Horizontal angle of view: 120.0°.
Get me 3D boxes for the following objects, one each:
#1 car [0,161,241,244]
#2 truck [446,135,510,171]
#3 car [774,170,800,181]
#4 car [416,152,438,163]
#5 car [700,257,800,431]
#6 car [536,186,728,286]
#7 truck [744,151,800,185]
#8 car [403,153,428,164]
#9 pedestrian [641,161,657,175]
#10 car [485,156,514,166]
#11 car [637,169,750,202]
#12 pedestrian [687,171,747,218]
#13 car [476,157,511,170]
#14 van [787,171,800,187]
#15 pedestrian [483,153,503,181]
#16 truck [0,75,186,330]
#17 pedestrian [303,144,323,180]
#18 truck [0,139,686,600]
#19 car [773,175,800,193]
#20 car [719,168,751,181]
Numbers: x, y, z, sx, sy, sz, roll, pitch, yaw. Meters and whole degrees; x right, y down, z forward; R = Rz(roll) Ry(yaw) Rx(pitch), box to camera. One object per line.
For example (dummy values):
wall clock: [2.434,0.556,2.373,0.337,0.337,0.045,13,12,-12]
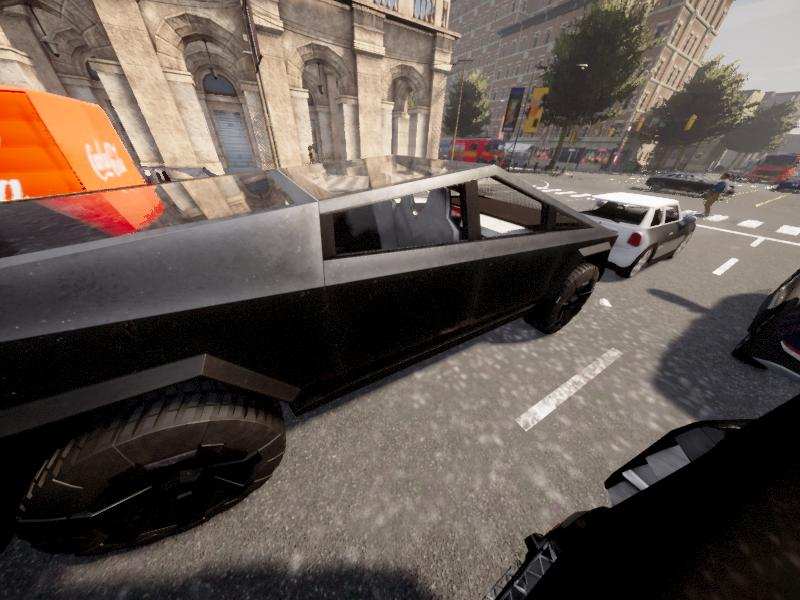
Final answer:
car: [-6.688,-2.798,6.258,3.633,1.501,1.845,-16,38,-26]
truck: [10.718,-21.073,33.046,2.891,3.827,8.468,-16,38,-26]
car: [74.280,-23.883,44.255,5.366,1.575,1.801,-16,38,-26]
car: [4.856,-25.878,41.956,1.970,1.475,3.806,-16,38,-26]
car: [6.275,0.178,2.691,4.856,1.649,2.033,-16,38,-26]
car: [5.756,-1.852,5.845,3.806,1.475,1.970,-16,38,-26]
truck: [54.910,-19.239,33.694,8.468,3.827,2.891,-16,38,-26]
car: [2.529,-24.523,39.890,1.895,1.301,4.718,-16,38,-26]
pedestrian: [37.150,-19.671,34.437,0.751,1.860,0.751,-15,38,-25]
car: [19.364,-27.235,45.149,1.812,1.442,4.674,-25,42,-35]
car: [21.989,-8.862,17.621,2.128,1.511,4.902,-16,38,-26]
pedestrian: [14.651,-4.890,10.717,0.751,1.860,0.751,-17,38,-27]
car: [13.993,-20.586,34.856,1.895,1.301,4.718,-16,38,-26]
van: [55.763,-16.663,31.152,6.366,2.431,2.351,-16,38,-26]
pedestrian: [7.453,-10.608,18.495,0.751,1.860,0.751,-13,37,-22]
truck: [-6.581,-0.997,2.661,5.204,2.467,2.627,-17,39,-25]
pedestrian: [-5.490,-8.710,14.637,0.751,1.860,0.751,-21,40,-31]
truck: [-0.123,-0.414,2.663,6.274,2.098,2.390,-16,38,-26]
car: [42.368,-12.366,24.604,4.181,1.385,1.994,-16,38,-26]
car: [54.215,-20.404,37.377,5.238,1.638,1.930,-18,39,-29]
